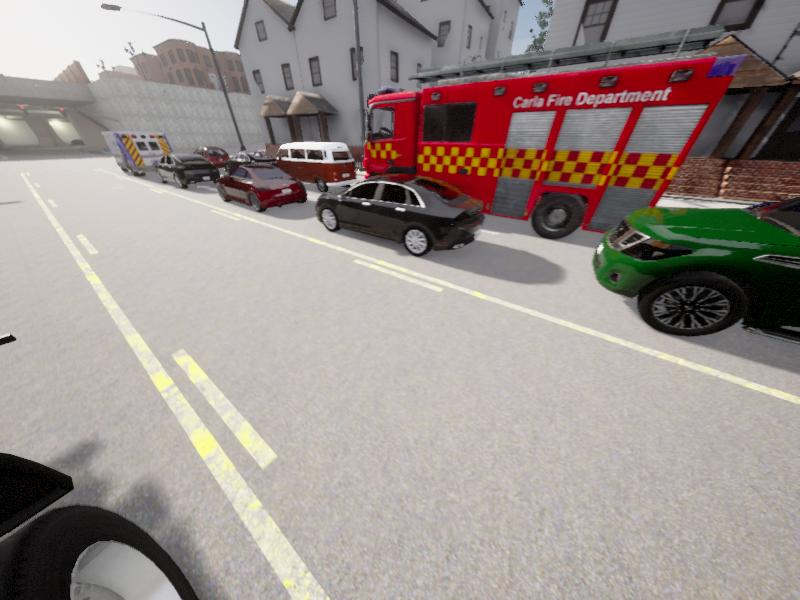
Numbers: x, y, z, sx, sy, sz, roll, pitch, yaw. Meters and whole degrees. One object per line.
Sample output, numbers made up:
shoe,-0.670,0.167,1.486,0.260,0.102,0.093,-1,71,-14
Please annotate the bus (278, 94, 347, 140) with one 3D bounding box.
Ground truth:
bus,-14.773,-31.945,40.183,3.944,4.253,10.273,22,54,27

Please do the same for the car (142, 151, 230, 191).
car,-11.858,-7.235,12.778,4.892,1.490,1.837,22,41,28

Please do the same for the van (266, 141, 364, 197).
van,-4.314,-6.842,11.811,4.480,2.038,2.069,22,41,28

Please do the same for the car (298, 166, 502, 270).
car,-0.246,-2.497,6.154,4.892,1.490,1.837,22,41,28

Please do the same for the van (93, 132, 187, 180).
van,-18.159,-10.193,16.111,6.366,2.431,2.351,22,41,28

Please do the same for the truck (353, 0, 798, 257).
truck,2.836,-4.660,7.227,8.468,3.827,2.891,22,41,28

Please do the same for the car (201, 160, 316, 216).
car,-5.667,-4.643,9.262,4.181,1.385,1.994,23,41,29

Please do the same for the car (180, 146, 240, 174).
car,-14.649,-10.887,17.837,3.988,1.617,1.851,22,41,28

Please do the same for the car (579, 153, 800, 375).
car,5.786,-0.262,2.555,5.566,2.045,2.150,22,41,28

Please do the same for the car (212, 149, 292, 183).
car,-9.584,-8.773,14.964,4.902,1.511,2.128,22,41,28

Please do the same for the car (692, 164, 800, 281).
car,9.331,-1.175,4.099,4.553,1.767,2.097,22,41,28
